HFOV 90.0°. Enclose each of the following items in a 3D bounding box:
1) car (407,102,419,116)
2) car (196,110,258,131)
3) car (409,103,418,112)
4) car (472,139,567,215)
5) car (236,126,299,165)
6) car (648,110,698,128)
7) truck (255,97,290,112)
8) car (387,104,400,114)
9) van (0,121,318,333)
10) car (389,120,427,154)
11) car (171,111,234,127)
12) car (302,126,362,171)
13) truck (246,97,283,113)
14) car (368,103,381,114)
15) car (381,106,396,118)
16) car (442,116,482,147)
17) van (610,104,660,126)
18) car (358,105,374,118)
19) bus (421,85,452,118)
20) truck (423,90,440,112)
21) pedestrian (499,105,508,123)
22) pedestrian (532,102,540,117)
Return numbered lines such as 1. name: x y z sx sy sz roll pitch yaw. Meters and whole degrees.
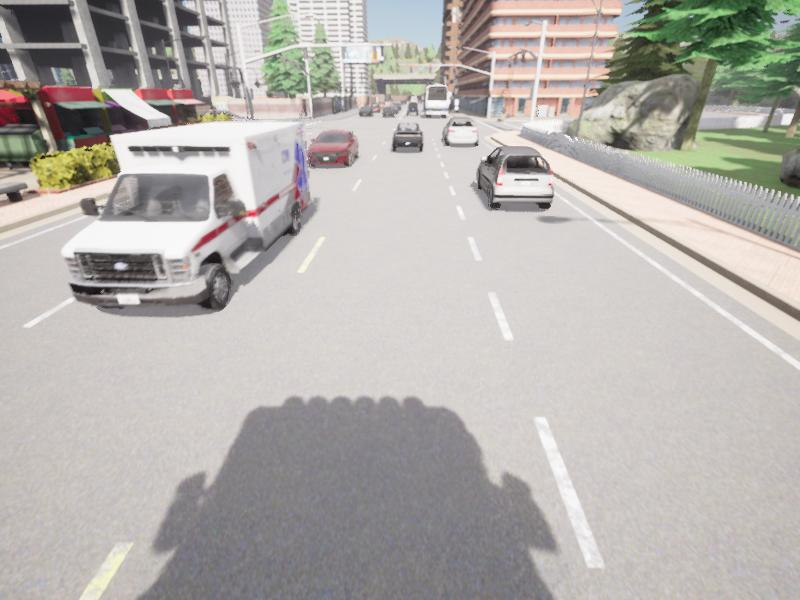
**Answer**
1. car: 2.137 -31.698 66.316 1.905 1.878 3.866 1 27 2
2. car: -16.505 -17.293 38.410 4.856 1.649 2.033 2 27 1
3. car: 2.633 -38.147 79.235 1.801 1.575 5.366 1 27 2
4. car: 3.563 -4.069 12.786 1.851 1.617 3.988 1 27 2
5. car: -6.647 -7.997 20.527 1.845 1.501 3.633 1 27 2
6. car: 27.988 -18.591 41.079 4.193 1.474 1.816 -10 29 -19
7. truck: -23.390 -35.914 73.542 5.204 2.467 2.615 1 27 2
8. car: -1.146 -34.432 72.150 2.033 1.411 5.357 1 27 2
9. van: -3.623 -2.076 8.011 2.351 2.431 6.366 1 27 2
10. car: 0.524 -10.175 24.787 2.128 1.511 4.902 1 27 2
11. car: -20.473 -18.837 41.682 5.357 1.411 2.033 1 27 1
12. car: -3.173 -7.622 19.789 1.882 1.535 5.008 1 27 2
13. truck: -23.532 -33.946 69.709 5.204 2.467 2.615 1 27 2
14. car: -4.613 -34.963 73.053 1.851 1.617 3.988 1 27 2
15. car: -1.639 -27.830 59.192 1.837 1.490 4.892 1 28 2
16. car: 4.147 -11.707 27.591 2.242 1.667 4.611 1 27 2
17. van: 25.472 -20.078 43.421 4.442 1.987 1.775 -9 29 -17
18. car: -5.101 -28.466 60.391 1.882 1.535 5.008 1 27 2
19. bus: 5.326 -30.241 60.859 3.944 4.253 10.273 1 27 2
20. truck: 6.153 -39.335 79.041 2.891 3.827 8.468 1 27 2
21. pedestrian: 12.196 -21.920 47.099 0.751 1.860 0.751 5 28 9
22. pedestrian: 18.957 -26.490 55.709 0.751 1.860 0.751 7 28 13
